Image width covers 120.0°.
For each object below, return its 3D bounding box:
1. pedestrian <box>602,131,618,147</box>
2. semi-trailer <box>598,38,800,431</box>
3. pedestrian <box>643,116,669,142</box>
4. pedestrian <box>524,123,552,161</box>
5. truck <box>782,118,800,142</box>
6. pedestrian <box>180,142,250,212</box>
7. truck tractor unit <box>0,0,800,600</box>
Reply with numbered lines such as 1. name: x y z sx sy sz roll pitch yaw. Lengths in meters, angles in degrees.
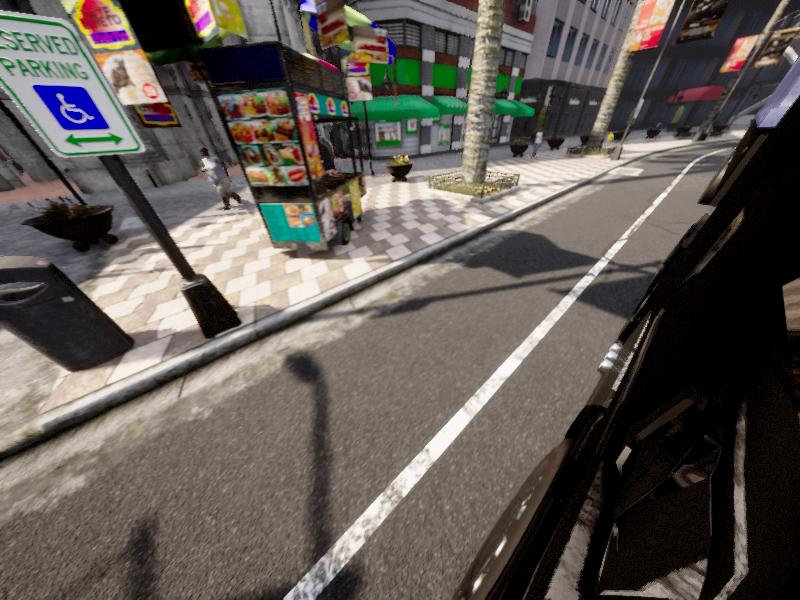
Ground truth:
1. pedestrian: 17.528 -13.453 19.303 0.500 1.100 0.500 -21 40 -23
2. semi-trailer: 8.711 -3.596 4.215 14.254 4.402 2.717 -28 44 -30
3. pedestrian: 23.416 -15.586 21.145 0.751 1.860 0.751 -23 41 -25
4. pedestrian: 8.476 -9.689 14.213 0.751 1.860 0.751 -29 44 -30
5. truck: 36.486 -14.737 17.832 8.468 3.827 2.891 -10 37 -9
6. pedestrian: -5.763 -3.859 7.338 0.751 1.860 0.751 4 37 9
7. truck tractor unit: 2.645 -0.295 0.352 6.516 4.208 3.053 -28 44 -30
